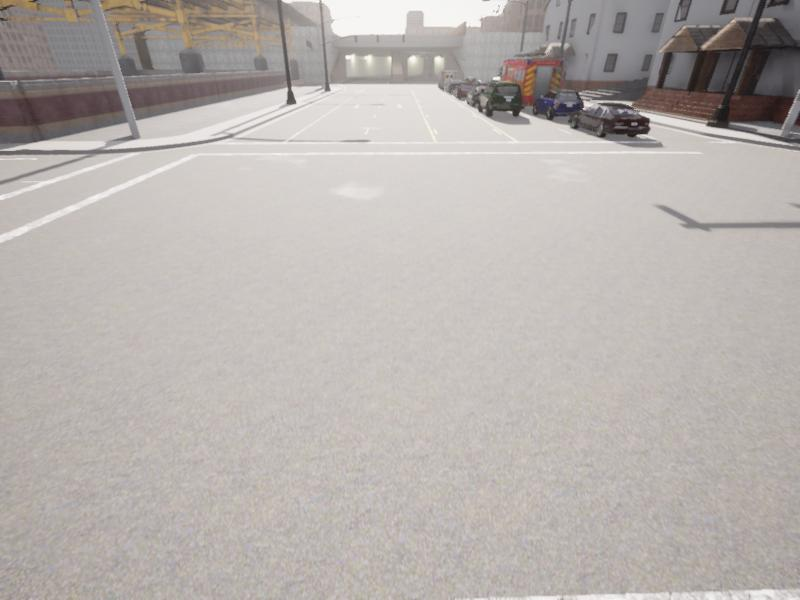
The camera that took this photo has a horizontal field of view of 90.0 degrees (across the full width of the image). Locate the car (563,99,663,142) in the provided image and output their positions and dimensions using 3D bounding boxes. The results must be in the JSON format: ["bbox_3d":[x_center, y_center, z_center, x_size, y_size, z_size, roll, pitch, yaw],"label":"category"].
[{"bbox_3d":[10.533,-9.239,20.379,2.033,1.411,5.357,-1,30,-2],"label":"car"}]

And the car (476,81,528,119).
[{"bbox_3d":[7.007,-14.177,28.153,2.150,2.045,5.566,0,30,0],"label":"car"}]

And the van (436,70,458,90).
[{"bbox_3d":[6.936,-32.879,59.729,2.351,2.431,6.366,-1,31,-2],"label":"van"}]

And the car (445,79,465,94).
[{"bbox_3d":[7.008,-27.342,51.164,1.837,1.490,4.892,0,31,0],"label":"car"}]

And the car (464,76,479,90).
[{"bbox_3d":[10.750,-32.823,60.481,1.851,1.617,3.988,3,31,4],"label":"car"}]

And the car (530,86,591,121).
[{"bbox_3d":[10.506,-13.119,26.599,2.097,1.767,4.553,0,30,0],"label":"car"}]

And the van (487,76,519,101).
[{"bbox_3d":[10.507,-21.861,41.278,2.069,2.038,4.480,0,31,0],"label":"van"}]

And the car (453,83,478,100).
[{"bbox_3d":[7.001,-22.461,42.959,1.994,1.385,4.181,0,30,0],"label":"car"}]

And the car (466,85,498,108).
[{"bbox_3d":[7.007,-17.688,34.691,1.837,1.490,4.892,0,30,0],"label":"car"}]

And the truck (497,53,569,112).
[{"bbox_3d":[10.512,-18.010,32.938,2.891,3.827,8.468,0,30,0],"label":"truck"}]

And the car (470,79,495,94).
[{"bbox_3d":[10.506,-27.375,51.205,2.128,1.511,4.902,0,30,0],"label":"car"}]
